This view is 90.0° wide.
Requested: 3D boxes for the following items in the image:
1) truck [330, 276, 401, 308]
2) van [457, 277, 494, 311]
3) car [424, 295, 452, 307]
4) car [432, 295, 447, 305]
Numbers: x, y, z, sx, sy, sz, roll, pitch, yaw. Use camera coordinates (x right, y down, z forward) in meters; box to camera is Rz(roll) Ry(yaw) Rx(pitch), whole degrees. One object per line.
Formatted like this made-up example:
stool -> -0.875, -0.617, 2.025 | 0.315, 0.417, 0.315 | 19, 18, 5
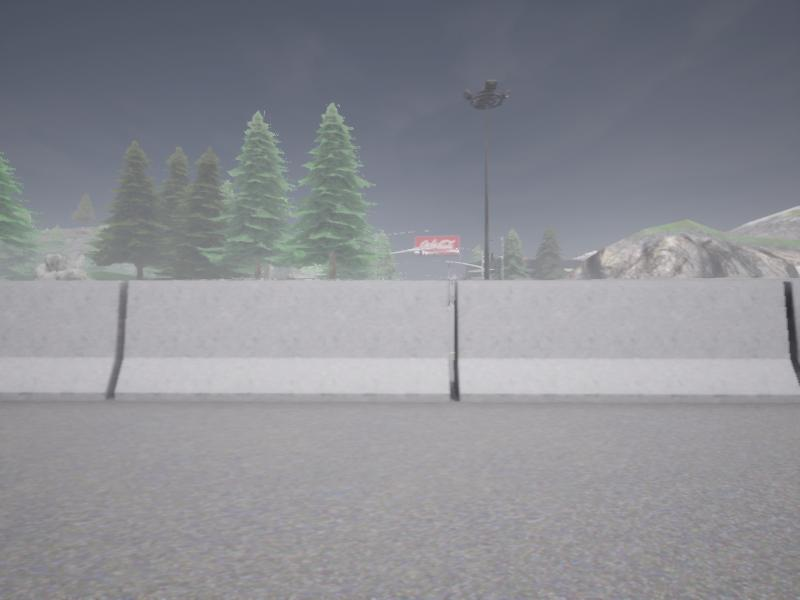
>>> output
truck -> -4.203, -0.953, 49.732 | 8.468, 3.827, 2.891 | 0, 0, 2
van -> 6.202, -0.472, 33.521 | 1.988, 2.561, 5.915 | 0, 0, 0
car -> 5.275, 0.119, 55.219 | 1.882, 1.535, 5.008 | 1, 0, 30
car -> 6.169, 0.058, 62.851 | 2.163, 1.488, 4.792 | 0, 0, 3
